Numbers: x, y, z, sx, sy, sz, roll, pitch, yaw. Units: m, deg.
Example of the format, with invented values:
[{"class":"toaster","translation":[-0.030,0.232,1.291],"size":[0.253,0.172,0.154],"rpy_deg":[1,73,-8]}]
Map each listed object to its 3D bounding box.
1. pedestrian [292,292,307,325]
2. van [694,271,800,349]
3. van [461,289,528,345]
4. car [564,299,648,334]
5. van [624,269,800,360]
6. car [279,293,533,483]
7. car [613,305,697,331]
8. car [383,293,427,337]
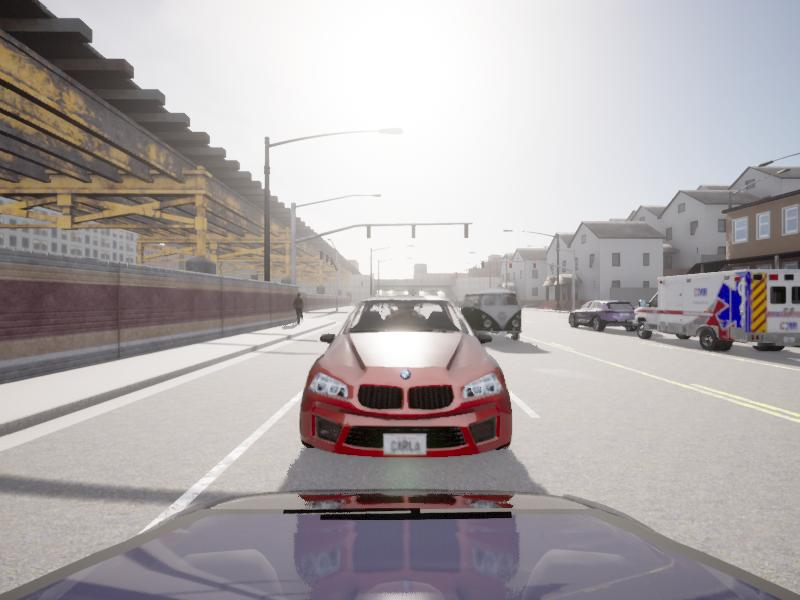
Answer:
[{"class":"pedestrian","translation":[-5.779,0.485,23.007],"size":[0.751,1.860,0.751],"rpy_deg":[0,0,-4]},{"class":"van","translation":[14.186,0.322,15.030],"size":[1.988,2.561,5.915],"rpy_deg":[0,0,1]},{"class":"van","translation":[3.715,0.597,16.537],"size":[1.775,1.987,4.442],"rpy_deg":[0,0,1]},{"class":"car","translation":[10.773,0.778,21.404],"size":[2.033,1.649,4.856],"rpy_deg":[0,0,1]},{"class":"van","translation":[10.684,0.378,13.842],"size":[2.351,2.431,6.366],"rpy_deg":[0,0,1]},{"class":"car","translation":[0.086,0.753,5.833],"size":[2.242,1.667,4.611],"rpy_deg":[0,0,1]},{"class":"car","translation":[14.186,0.944,22.643],"size":[1.895,1.301,4.718],"rpy_deg":[0,0,2]},{"class":"car","translation":[0.244,0.646,19.155],"size":[1.905,1.878,3.866],"rpy_deg":[0,0,1]}]
